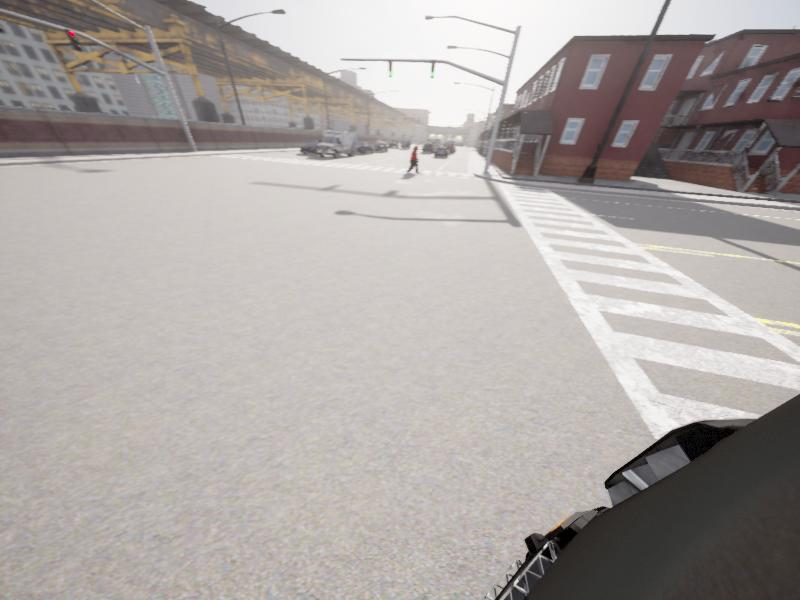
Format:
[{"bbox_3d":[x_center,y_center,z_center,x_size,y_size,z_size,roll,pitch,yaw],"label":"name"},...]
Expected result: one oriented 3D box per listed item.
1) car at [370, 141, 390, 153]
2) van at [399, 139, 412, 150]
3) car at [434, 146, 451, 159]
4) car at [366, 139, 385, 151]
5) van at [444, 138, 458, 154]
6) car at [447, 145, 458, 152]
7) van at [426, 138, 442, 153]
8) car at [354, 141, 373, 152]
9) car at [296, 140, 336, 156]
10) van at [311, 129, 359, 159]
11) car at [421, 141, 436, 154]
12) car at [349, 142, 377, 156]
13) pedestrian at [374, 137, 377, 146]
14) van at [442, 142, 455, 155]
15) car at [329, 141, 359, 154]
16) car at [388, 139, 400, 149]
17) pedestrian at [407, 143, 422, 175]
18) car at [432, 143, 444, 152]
[{"bbox_3d":[-3.245,-25.609,38.709,1.837,1.490,4.892,11,36,10],"label":"car"},{"bbox_3d":[1.324,-35.913,53.370,1.775,1.987,4.442,11,36,10],"label":"van"},{"bbox_3d":[6.544,-22.838,35.685,1.994,1.385,4.181,10,36,10],"label":"car"},{"bbox_3d":[-4.719,-30.543,45.468,2.242,1.667,4.611,11,36,10],"label":"car"},{"bbox_3d":[11.149,-33.499,50.270,1.988,2.561,5.915,11,36,10],"label":"van"},{"bbox_3d":[12.905,-37.165,56.737,1.895,1.301,4.718,11,36,11],"label":"car"},{"bbox_3d":[7.468,-33.408,49.928,2.351,2.431,6.366,11,36,10],"label":"van"},{"bbox_3d":[-6.296,-26.959,40.489,1.994,1.385,4.181,10,36,10],"label":"car"},{"bbox_3d":[-10.048,-18.632,28.266,2.033,1.411,5.357,11,36,10],"label":"car"},{"bbox_3d":[-7.003,-17.609,26.160,2.351,2.431,6.366,11,36,10],"label":"van"},{"bbox_3d":[5.488,-28.827,43.703,1.932,1.855,4.605,11,36,10],"label":"car"},{"bbox_3d":[-5.069,-21.530,32.820,2.033,1.411,5.357,11,36,10],"label":"car"},{"bbox_3d":[-6.371,-41.197,60.070,0.751,1.860,0.751,8,35,7],"label":"pedestrian"},{"bbox_3d":[9.454,-29.539,44.952,1.775,1.987,4.442,10,36,10],"label":"van"},{"bbox_3d":[-8.186,-22.764,34.320,2.033,1.411,5.357,11,36,10],"label":"car"},{"bbox_3d":[-1.435,-37.910,56.074,1.905,1.878,3.866,11,36,10],"label":"car"},{"bbox_3d":[1.024,-9.905,16.289,0.751,1.860,0.751,9,35,9],"label":"pedestrian"},{"bbox_3d":[9.309,-37.213,56.212,2.033,1.649,4.856,11,36,10],"label":"car"}]
